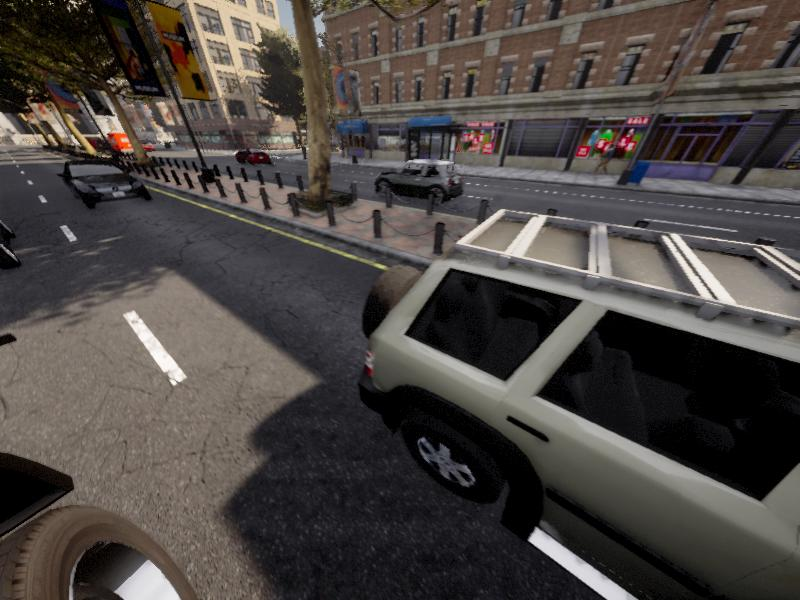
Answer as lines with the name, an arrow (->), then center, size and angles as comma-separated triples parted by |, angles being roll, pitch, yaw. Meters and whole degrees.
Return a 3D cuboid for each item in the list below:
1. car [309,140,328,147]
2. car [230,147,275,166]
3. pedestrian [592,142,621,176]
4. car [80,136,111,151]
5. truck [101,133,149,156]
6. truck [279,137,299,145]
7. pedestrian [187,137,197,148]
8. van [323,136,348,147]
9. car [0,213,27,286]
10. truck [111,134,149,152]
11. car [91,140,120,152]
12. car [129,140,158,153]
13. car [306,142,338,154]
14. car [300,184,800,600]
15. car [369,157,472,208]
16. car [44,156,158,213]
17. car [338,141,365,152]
car -> -22.905, -44.050, 64.855 | 4.902, 1.511, 2.128 | 22, 41, 28
car -> -14.367, -14.028, 22.482 | 4.181, 1.385, 1.994 | 27, 43, 32
pedestrian -> 13.950, -9.545, 15.654 | 0.751, 1.860, 0.751 | 22, 41, 28
car -> -54.136, -27.817, 41.081 | 5.566, 2.045, 2.150 | 23, 41, 29
truck -> -37.498, -21.239, 31.519 | 5.204, 2.467, 2.627 | 21, 40, 28
truck -> -36.415, -52.244, 75.839 | 6.274, 2.098, 2.390 | 22, 41, 28
pedestrian -> -43.333, -32.793, 48.093 | 0.751, 1.860, 0.751 | 20, 40, 25
van -> -17.156, -42.090, 61.333 | 6.366, 2.431, 2.351 | 22, 41, 28
car -> -9.678, -1.409, 4.519 | 4.892, 1.490, 1.837 | 22, 41, 28
truck -> -47.580, -27.794, 40.741 | 5.204, 2.467, 2.627 | 22, 41, 28
car -> -48.577, -25.390, 38.072 | 3.988, 1.617, 1.851 | 22, 41, 28
car -> -42.027, -25.198, 37.860 | 3.988, 1.617, 1.851 | 22, 41, 28
car -> -13.145, -26.006, 39.339 | 2.038, 1.542, 4.974 | 21, 40, 26
car -> 1.916, 0.698, 1.312 | 4.605, 1.855, 1.932 | 22, 40, 28
car -> 0.804, -5.253, 10.084 | 3.806, 1.475, 1.970 | 22, 40, 27
car -> -12.301, -4.901, 9.492 | 4.674, 1.442, 1.812 | 22, 41, 28
car -> -9.214, -29.406, 44.191 | 1.882, 1.535, 5.008 | 21, 40, 27
